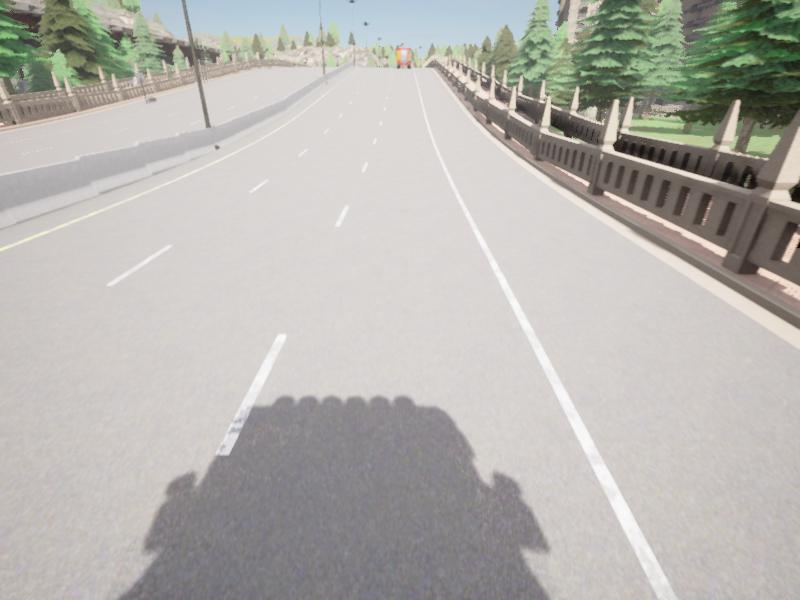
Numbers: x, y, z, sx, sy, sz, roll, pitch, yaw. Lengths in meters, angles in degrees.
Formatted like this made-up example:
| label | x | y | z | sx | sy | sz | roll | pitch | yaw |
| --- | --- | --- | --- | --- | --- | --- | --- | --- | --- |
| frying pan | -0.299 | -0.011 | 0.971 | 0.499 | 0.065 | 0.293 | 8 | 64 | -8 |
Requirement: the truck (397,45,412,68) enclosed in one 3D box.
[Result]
| label | x | y | z | sx | sy | sz | roll | pitch | yaw |
| --- | --- | --- | --- | --- | --- | --- | --- | --- | --- |
| truck | 0.827 | -49.563 | 81.663 | 2.891 | 3.827 | 8.468 | 0 | 30 | 0 |

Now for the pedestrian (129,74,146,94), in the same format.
| label | x | y | z | sx | sy | sz | roll | pitch | yaw |
| --- | --- | --- | --- | --- | --- | --- | --- | --- | --- |
| pedestrian | -28.041 | -23.100 | 42.767 | 0.751 | 1.860 | 0.751 | 0 | 27 | 0 |
